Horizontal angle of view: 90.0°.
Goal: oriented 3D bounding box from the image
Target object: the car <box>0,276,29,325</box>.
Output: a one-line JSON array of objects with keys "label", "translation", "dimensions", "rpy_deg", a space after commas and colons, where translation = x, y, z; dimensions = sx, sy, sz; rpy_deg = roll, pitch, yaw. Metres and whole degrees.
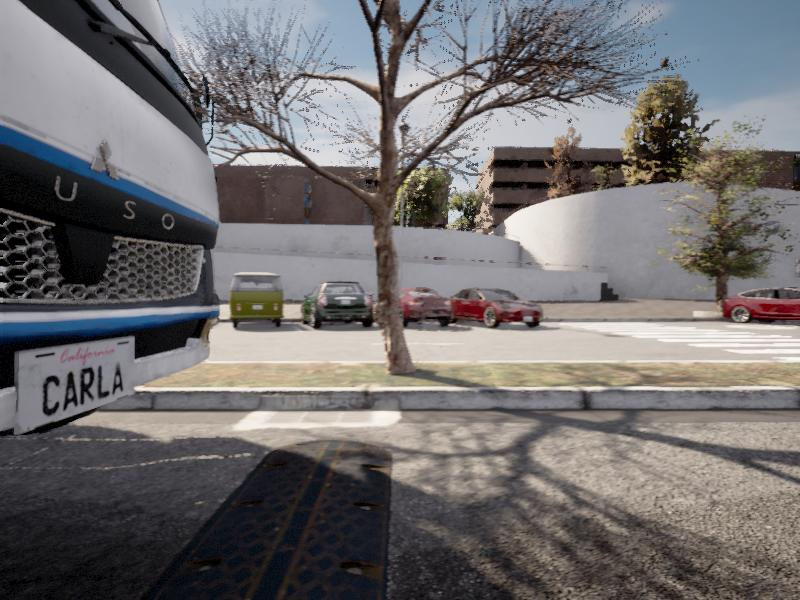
[{"label": "car", "translation": [-17.495, 0.012, 15.592], "dimensions": [2.435, 2.045, 5.566], "rpy_deg": [0, -1, -20]}]

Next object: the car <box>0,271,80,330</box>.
[{"label": "car", "translation": [-14.452, 0.032, 15.455], "dimensions": [1.878, 1.987, 4.442], "rpy_deg": [0, -1, -20]}]

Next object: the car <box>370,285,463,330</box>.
[{"label": "car", "translation": [0.417, 0.274, 15.548], "dimensions": [2.002, 1.452, 4.674], "rpy_deg": [0, -1, -20]}]

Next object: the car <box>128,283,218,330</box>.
[{"label": "car", "translation": [-8.530, 0.250, 15.551], "dimensions": [2.231, 1.521, 4.892], "rpy_deg": [0, -1, -20]}]

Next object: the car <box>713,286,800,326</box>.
[{"label": "car", "translation": [15.442, 0.238, 15.518], "dimensions": [2.163, 1.488, 4.792], "rpy_deg": [0, -1, -20]}]

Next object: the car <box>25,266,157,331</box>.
[{"label": "car", "translation": [-11.499, 0.003, 15.537], "dimensions": [2.435, 2.045, 5.566], "rpy_deg": [0, -1, -20]}]

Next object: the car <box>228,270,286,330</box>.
[{"label": "car", "translation": [-5.590, 0.020, 15.667], "dimensions": [1.878, 1.987, 4.442], "rpy_deg": [0, -1, -20]}]

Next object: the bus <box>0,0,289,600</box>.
[{"label": "bus", "translation": [-6.200, -1.126, 1.821], "dimensions": [10.273, 4.253, 3.944], "rpy_deg": [0, 0, 0]}]

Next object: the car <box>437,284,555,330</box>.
[{"label": "car", "translation": [3.436, 0.258, 15.525], "dimensions": [2.163, 1.488, 4.792], "rpy_deg": [0, -1, -20]}]

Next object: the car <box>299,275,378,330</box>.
[{"label": "car", "translation": [-2.555, 0.113, 15.526], "dimensions": [2.185, 1.767, 4.553], "rpy_deg": [0, -1, -20]}]
